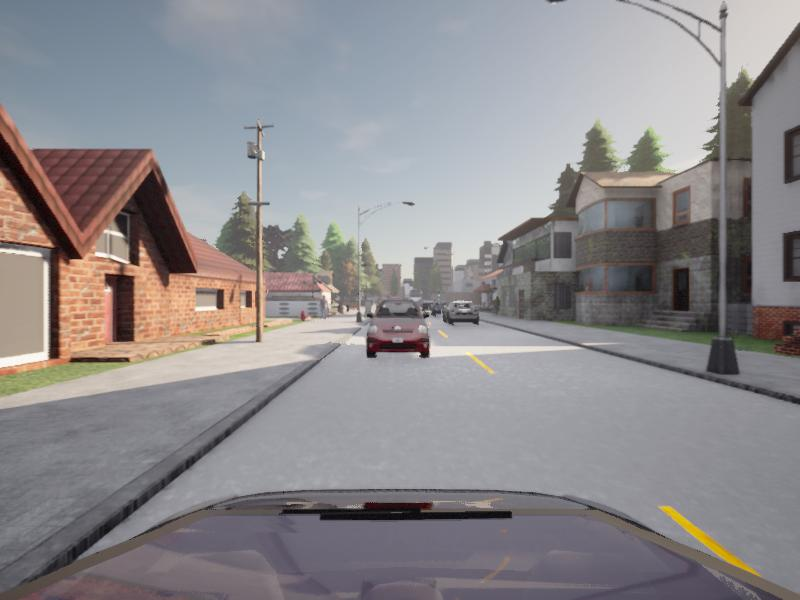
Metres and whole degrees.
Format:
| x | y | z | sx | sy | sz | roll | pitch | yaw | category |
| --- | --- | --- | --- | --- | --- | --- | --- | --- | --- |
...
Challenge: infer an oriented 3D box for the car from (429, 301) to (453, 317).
| x | y | z | sx | sy | sz | roll | pitch | yaw | category |
| --- | --- | --- | --- | --- | --- | --- | --- | --- | --- |
| 3.864 | 0.796 | 38.158 | 1.816 | 1.474 | 4.193 | 0 | 0 | 0 | car |

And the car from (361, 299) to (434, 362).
| x | y | z | sx | sy | sz | roll | pitch | yaw | category |
| --- | --- | --- | --- | --- | --- | --- | --- | --- | --- |
| -0.053 | 0.768 | 12.133 | 1.851 | 1.617 | 3.988 | 0 | 0 | 0 | car |

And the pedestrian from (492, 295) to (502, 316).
| x | y | z | sx | sy | sz | roll | pitch | yaw | category |
| --- | --- | --- | --- | --- | --- | --- | --- | --- | --- |
| 8.493 | 0.479 | 35.047 | 0.751 | 1.860 | 0.751 | 0 | 0 | 0 | pedestrian |

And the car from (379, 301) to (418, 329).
| x | y | z | sx | sy | sz | roll | pitch | yaw | category |
| --- | --- | --- | --- | --- | --- | --- | --- | --- | --- |
| -0.089 | 0.813 | 24.264 | 2.163 | 1.488 | 4.792 | 0 | 0 | 0 | car |

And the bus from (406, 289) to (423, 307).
| x | y | z | sx | sy | sz | roll | pitch | yaw | category |
| --- | --- | --- | --- | --- | --- | --- | --- | --- | --- |
| 3.547 | -0.470 | 100.101 | 3.944 | 4.253 | 10.273 | 0 | 0 | 0 | bus |

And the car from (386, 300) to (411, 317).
| x | y | z | sx | sy | sz | roll | pitch | yaw | category |
| --- | --- | --- | --- | --- | --- | --- | --- | --- | --- |
| -0.130 | 0.794 | 37.657 | 2.163 | 1.488 | 4.792 | 0 | 0 | 0 | car |

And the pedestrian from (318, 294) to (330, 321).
| x | y | z | sx | sy | sz | roll | pitch | yaw | category |
| --- | --- | --- | --- | --- | --- | --- | --- | --- | --- |
| -5.244 | 0.490 | 27.638 | 0.751 | 1.860 | 0.751 | 0 | 0 | -1 | pedestrian |

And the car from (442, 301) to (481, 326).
| x | y | z | sx | sy | sz | roll | pitch | yaw | category |
| --- | --- | --- | --- | --- | --- | --- | --- | --- | --- |
| 3.906 | 0.813 | 26.163 | 1.970 | 1.475 | 3.806 | 0 | 0 | 0 | car |
